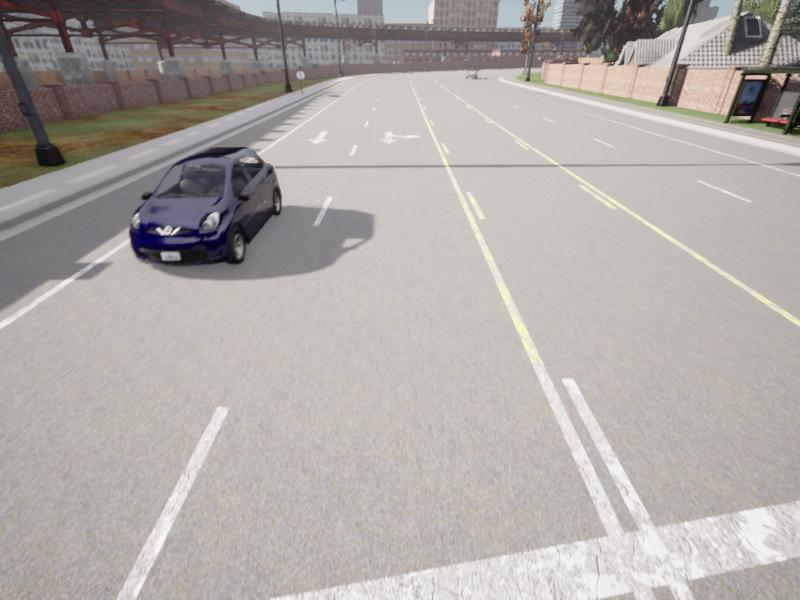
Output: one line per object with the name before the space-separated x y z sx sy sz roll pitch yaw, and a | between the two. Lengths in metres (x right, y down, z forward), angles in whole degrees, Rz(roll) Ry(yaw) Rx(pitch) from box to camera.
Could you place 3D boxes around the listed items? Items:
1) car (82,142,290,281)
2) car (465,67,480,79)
car | -3.545 -1.888 7.568 1.845 1.501 3.633 0 31 0
car | 11.721 -36.673 64.615 1.845 1.501 3.633 7 32 12
